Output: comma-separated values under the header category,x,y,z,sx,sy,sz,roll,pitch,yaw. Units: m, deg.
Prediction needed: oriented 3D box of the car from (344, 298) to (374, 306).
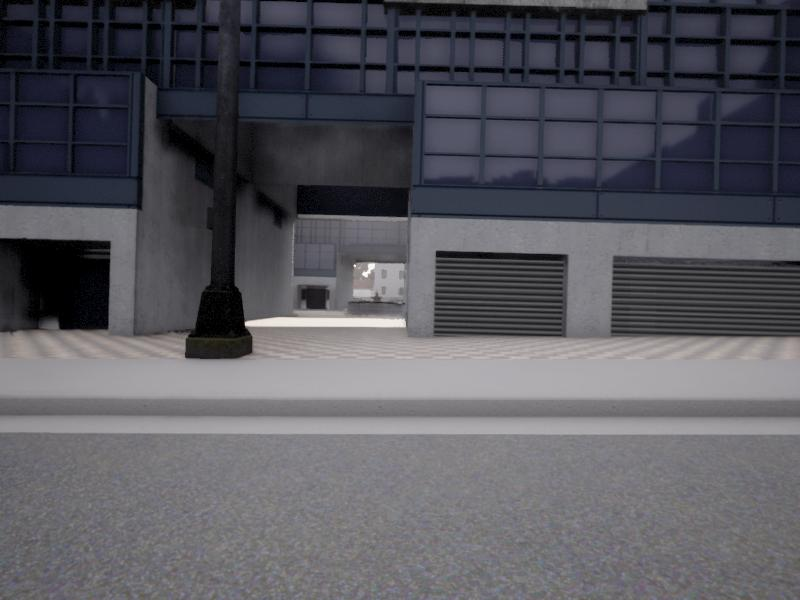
category,x,y,z,sx,sy,sz,roll,pitch,yaw
car,-8.066,0.409,78.724,5.357,1.411,2.033,2,0,13

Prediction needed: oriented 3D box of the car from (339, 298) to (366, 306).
category,x,y,z,sx,sy,sz,roll,pitch,yaw
car,-8.913,0.366,75.323,4.674,1.442,1.812,2,0,13
